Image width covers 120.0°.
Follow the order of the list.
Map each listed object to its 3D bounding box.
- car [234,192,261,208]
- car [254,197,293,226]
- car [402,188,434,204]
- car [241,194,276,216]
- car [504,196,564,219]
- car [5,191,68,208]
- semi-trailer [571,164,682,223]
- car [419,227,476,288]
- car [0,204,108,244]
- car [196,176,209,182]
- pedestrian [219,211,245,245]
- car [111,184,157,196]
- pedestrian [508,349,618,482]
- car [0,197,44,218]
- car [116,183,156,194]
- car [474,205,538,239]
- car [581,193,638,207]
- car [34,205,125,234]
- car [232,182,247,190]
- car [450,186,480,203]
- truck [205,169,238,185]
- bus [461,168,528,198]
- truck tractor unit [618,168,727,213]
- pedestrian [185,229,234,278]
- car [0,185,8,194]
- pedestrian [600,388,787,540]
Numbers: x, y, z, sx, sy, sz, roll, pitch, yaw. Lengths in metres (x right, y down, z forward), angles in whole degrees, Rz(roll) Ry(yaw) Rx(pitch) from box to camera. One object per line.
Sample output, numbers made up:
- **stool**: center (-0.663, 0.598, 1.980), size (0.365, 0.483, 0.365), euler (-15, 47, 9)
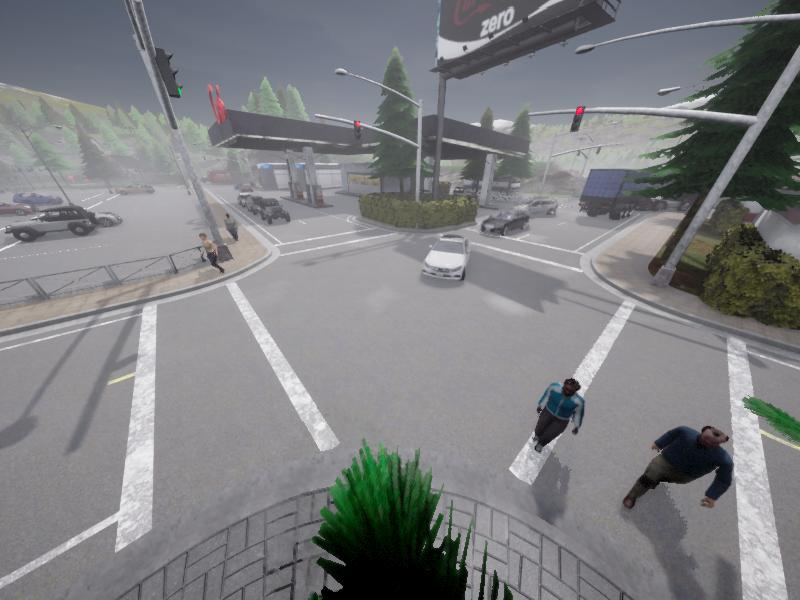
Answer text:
- **car**: center (-19.994, -13.111, 30.230), size (1.970, 1.475, 3.806), euler (-22, 37, -33)
- **car**: center (-11.869, -8.361, 21.588), size (1.905, 1.878, 3.866), euler (-22, 37, -33)
- **car**: center (2.620, -15.713, 34.677), size (2.242, 1.667, 4.611), euler (-23, 37, -34)
- **car**: center (-15.972, -10.737, 25.967), size (2.033, 1.649, 4.856), euler (-22, 37, -33)
- **car**: center (13.540, -9.504, 23.583), size (4.611, 1.667, 2.242), euler (-5, 30, -5)
- **car**: center (-45.788, -12.777, 29.270), size (3.633, 1.501, 1.845), euler (-23, 37, -34)
- **semi-trailer**: center (23.027, -10.927, 23.153), size (14.254, 4.402, 2.717), euler (-17, 34, -28)
- **car**: center (2.513, -2.381, 11.553), size (1.812, 1.442, 4.674), euler (11, 31, 18)
- **car**: center (-23.841, -5.383, 15.979), size (3.866, 1.878, 1.905), euler (-23, 37, -34)
- **car**: center (-67.685, -41.393, 79.050), size (5.238, 1.638, 1.930), euler (24, 38, 35)
- **pedestrian**: center (-10.731, -4.621, 14.787), size (0.751, 1.860, 0.751), euler (-22, 37, -34)
- **car**: center (-47.482, -19.774, 41.410), size (5.027, 1.636, 2.152), euler (-23, 37, -34)
- **pedestrian**: center (2.500, 1.858, 3.715), size (0.751, 1.860, 0.751), euler (-22, 37, -33)
- **car**: center (-39.420, -8.945, 22.590), size (4.514, 1.523, 2.007), euler (-23, 37, -34)
- **car**: center (-49.532, -20.953, 43.472), size (4.514, 1.523, 2.007), euler (-23, 37, -34)
- **car**: center (8.085, -6.015, 17.520), size (4.902, 1.511, 2.128), euler (-23, 37, -34)
- **car**: center (27.094, -13.095, 30.077), size (5.357, 1.411, 2.033), euler (-2, 30, -3)
- **car**: center (-25.501, -6.610, 18.671), size (3.806, 1.475, 1.970), euler (-23, 37, -34)
- **car**: center (-36.296, -25.753, 52.127), size (1.816, 1.474, 4.193), euler (-22, 37, -33)
- **car**: center (9.747, -16.005, 34.849), size (1.905, 1.878, 3.866), euler (-23, 37, -34)
- **truck**: center (-52.191, -35.986, 67.502), size (8.468, 3.827, 2.891), euler (14, 33, 23)
- **bus**: center (16.718, -21.582, 42.125), size (3.944, 4.253, 10.273), euler (-22, 37, -33)
- **truck tractor unit**: center (30.010, -12.334, 25.938), size (6.516, 4.208, 3.053), euler (1, 30, 2)
- **pedestrian**: center (-7.985, -1.953, 9.783), size (0.751, 1.860, 0.751), euler (6, 31, 10)
- **car**: center (-77.897, -20.362, 42.784), size (4.792, 1.488, 2.163), euler (-23, 37, -34)
- **pedestrian**: center (3.775, 2.249, 3.160), size (0.751, 1.860, 0.751), euler (-14, 33, -23)
